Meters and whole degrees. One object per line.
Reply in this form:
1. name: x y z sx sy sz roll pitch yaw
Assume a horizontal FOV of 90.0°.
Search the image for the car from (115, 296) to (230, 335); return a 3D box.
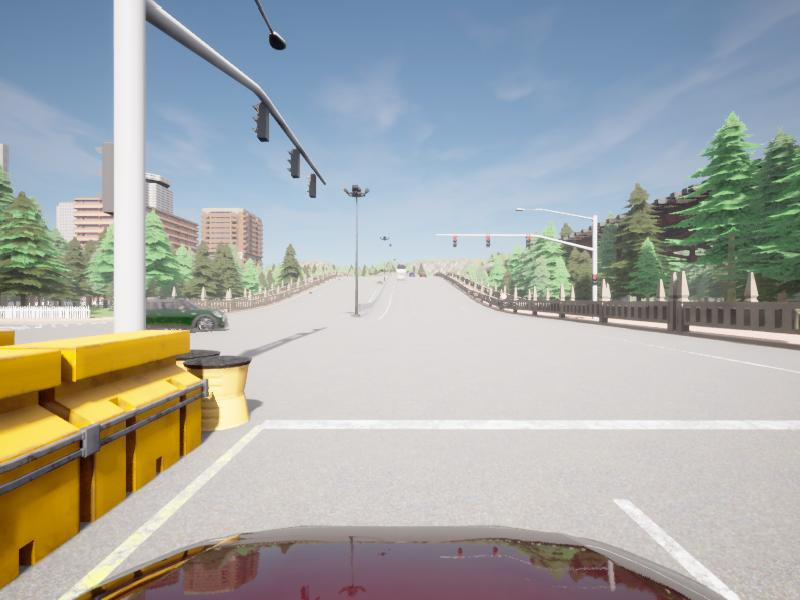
1. car: -10.957 0.690 19.667 4.553 1.767 2.097 0 0 -17
